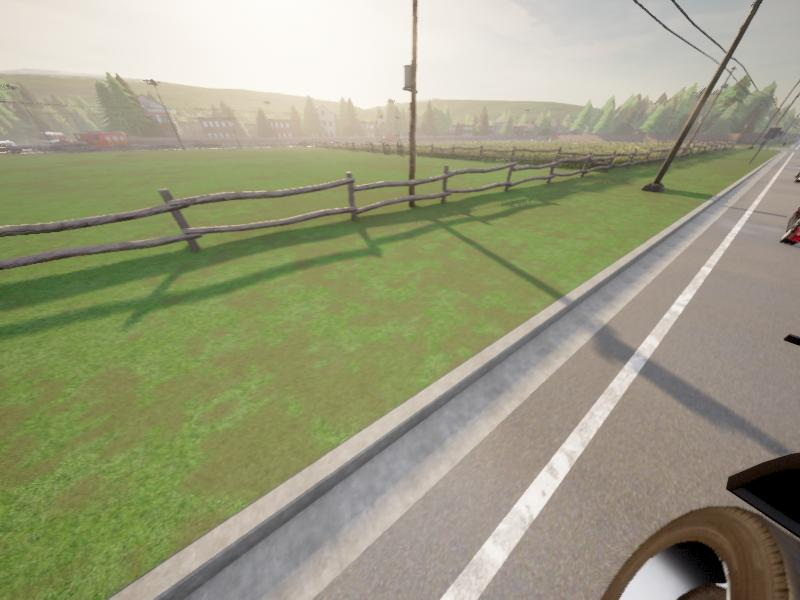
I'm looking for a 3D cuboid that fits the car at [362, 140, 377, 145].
[{"bbox_3d":[-11.125,-58.331,85.417,5.008,1.535,1.882,-22,41,-28],"label":"car"}]

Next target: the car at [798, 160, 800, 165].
[{"bbox_3d":[38.917,-13.271,21.066,4.792,1.488,2.163,-22,41,-28],"label":"car"}]

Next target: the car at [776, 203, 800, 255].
[{"bbox_3d":[11.288,-1.994,5.439,4.181,1.385,1.994,-22,41,-28],"label":"car"}]

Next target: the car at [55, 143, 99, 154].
[{"bbox_3d":[-66.285,-31.220,47.505,4.611,1.667,2.242,-22,41,-28],"label":"car"}]

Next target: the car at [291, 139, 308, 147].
[{"bbox_3d":[-29.510,-46.164,68.051,3.866,1.878,1.905,-22,41,-28],"label":"car"}]

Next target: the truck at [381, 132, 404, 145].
[{"bbox_3d":[-2.848,-62.608,89.410,8.468,3.827,2.891,-22,41,-28],"label":"truck"}]

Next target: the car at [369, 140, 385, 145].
[{"bbox_3d":[-8.307,-57.017,83.521,5.366,1.575,1.801,-22,41,-28],"label":"car"}]

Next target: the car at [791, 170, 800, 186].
[{"bbox_3d":[24.219,-7.355,12.695,5.027,1.651,2.152,-22,41,-28],"label":"car"}]

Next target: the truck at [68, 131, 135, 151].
[{"bbox_3d":[-70.437,-37.846,54.952,8.468,3.827,2.891,-22,41,-28],"label":"truck"}]
